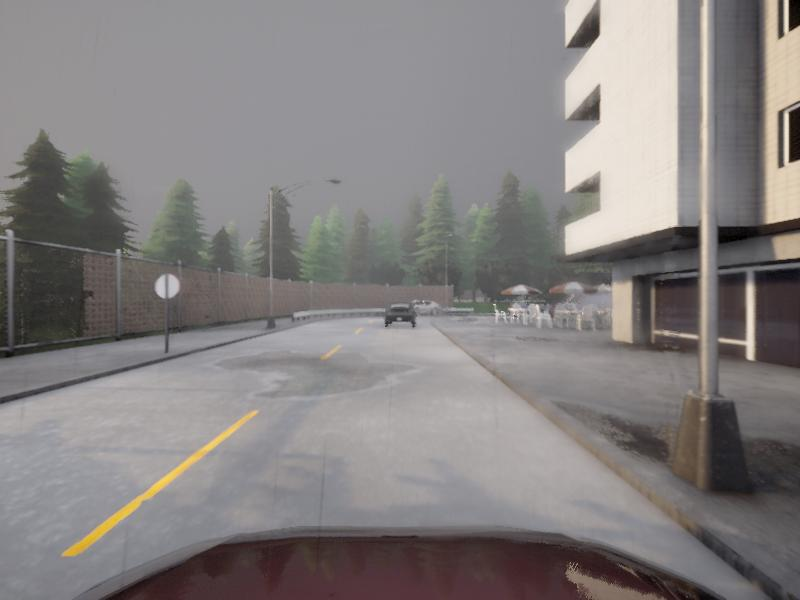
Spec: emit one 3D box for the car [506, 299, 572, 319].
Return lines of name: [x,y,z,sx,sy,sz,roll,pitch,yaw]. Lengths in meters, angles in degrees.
car: [12.083,0.782,35.071,5.027,1.651,2.152,0,0,-2]

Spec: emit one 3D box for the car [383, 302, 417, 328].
car: [0.112,0.845,25.123,1.837,1.490,4.892,0,0,4]

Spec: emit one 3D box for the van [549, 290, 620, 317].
van: [17.921,0.326,39.035,5.915,2.561,1.988,0,0,0]

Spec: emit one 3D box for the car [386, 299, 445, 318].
car: [1.458,0.785,36.798,5.027,1.651,2.152,0,0,-26]
